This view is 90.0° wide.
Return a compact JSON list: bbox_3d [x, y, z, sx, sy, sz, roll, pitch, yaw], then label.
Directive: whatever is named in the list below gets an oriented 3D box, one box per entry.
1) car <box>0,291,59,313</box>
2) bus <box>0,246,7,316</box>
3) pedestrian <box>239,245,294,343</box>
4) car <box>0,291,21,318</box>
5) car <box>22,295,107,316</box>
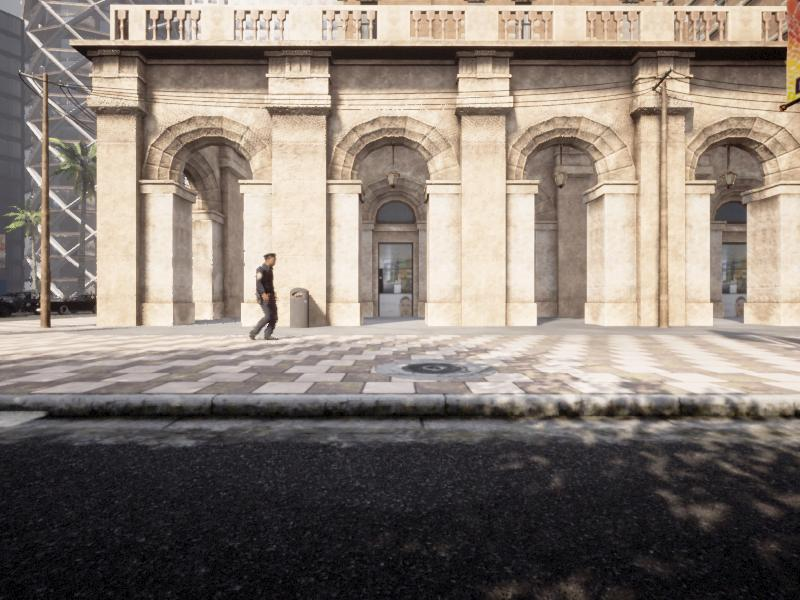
[{"bbox_3d":[-30.031,0.153,31.588,2.242,1.667,4.611,0,0,0],"label":"car"},{"bbox_3d":[-26.389,-1.138,19.710,3.944,4.253,10.273,0,0,0],"label":"bus"},{"bbox_3d":[-2.672,-0.115,8.063,0.751,1.860,0.751,0,0,16],"label":"pedestrian"},{"bbox_3d":[-23.029,0.251,21.246,1.816,1.474,4.193,0,0,0],"label":"car"},{"bbox_3d":[-23.035,0.340,27.750,1.895,1.301,4.718,0,0,0],"label":"car"}]
